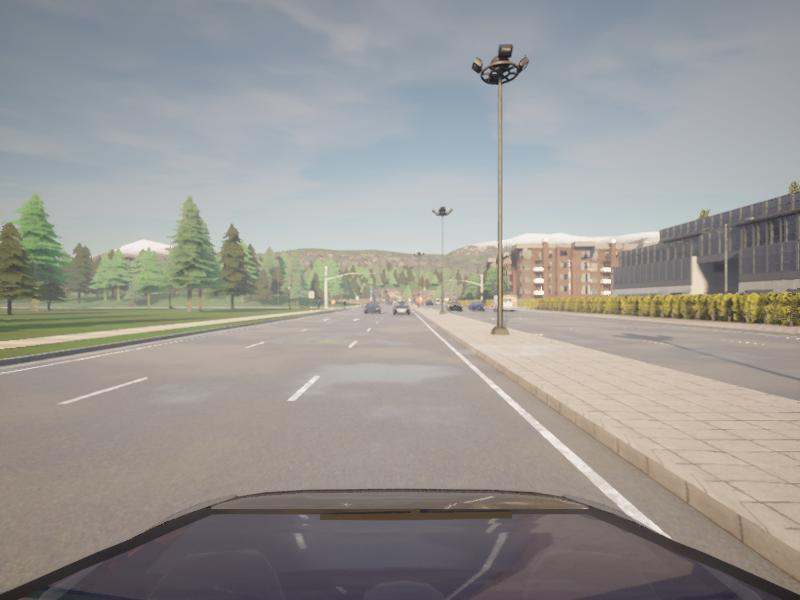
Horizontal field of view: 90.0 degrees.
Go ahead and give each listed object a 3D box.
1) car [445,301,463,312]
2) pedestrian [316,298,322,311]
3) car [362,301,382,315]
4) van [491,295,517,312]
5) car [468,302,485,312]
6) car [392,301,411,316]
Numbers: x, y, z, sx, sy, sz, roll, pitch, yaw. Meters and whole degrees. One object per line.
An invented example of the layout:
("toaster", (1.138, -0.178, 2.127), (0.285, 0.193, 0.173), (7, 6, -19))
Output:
("car", (8.312, 0.986, 61.784), (2.038, 1.542, 4.974), (0, 0, 0))
("pedestrian", (-12.163, 0.641, 60.160), (0.751, 1.860, 0.751), (0, 0, 2))
("car", (-3.287, 0.951, 47.973), (2.038, 1.542, 4.974), (0, 0, 0))
("van", (15.297, 0.531, 59.218), (2.351, 2.431, 6.366), (0, 0, 0))
("car", (11.814, 1.031, 62.279), (1.812, 1.442, 4.674), (0, 0, 0))
("car", (0.191, 0.894, 44.829), (2.033, 1.649, 4.856), (0, 0, 0))
